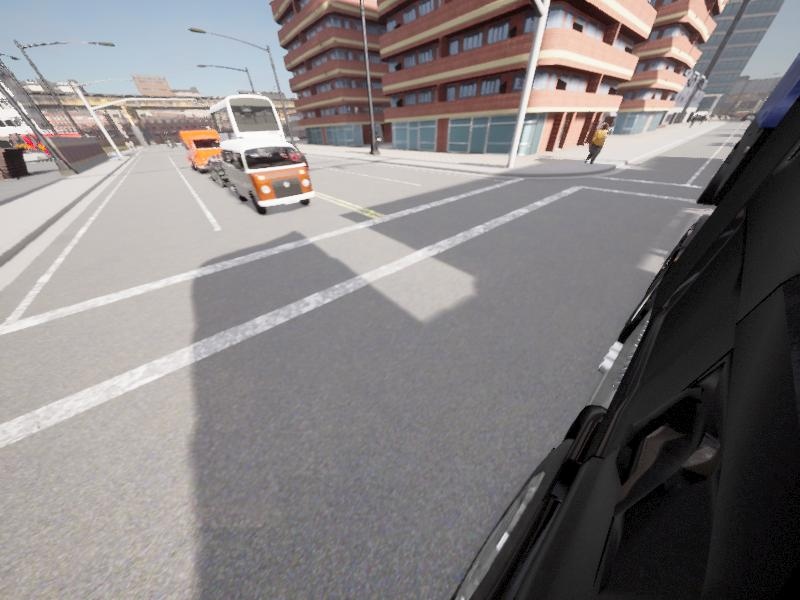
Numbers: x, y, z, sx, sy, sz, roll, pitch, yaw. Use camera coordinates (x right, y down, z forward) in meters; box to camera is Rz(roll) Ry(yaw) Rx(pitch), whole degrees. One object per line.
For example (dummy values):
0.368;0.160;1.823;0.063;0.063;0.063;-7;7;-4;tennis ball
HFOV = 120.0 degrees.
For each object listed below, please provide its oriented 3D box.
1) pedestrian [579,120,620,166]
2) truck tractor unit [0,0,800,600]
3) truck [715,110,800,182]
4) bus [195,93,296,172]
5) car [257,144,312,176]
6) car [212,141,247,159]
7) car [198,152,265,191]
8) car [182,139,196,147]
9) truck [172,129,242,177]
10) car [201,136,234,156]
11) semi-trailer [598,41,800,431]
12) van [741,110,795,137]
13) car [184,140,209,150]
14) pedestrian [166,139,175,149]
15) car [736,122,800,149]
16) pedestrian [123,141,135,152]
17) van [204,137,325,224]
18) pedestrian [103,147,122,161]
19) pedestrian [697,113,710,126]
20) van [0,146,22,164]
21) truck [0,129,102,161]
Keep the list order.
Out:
10.167;-8.040;11.879;0.751;1.860;0.751;3;37;8;pedestrian
2.645;-0.295;0.351;6.516;4.208;3.053;-28;44;-30;truck tractor unit
16.646;-6.920;10.088;6.274;2.098;2.390;-28;44;-30;truck
-13.301;-14.035;19.601;3.944;4.253;10.273;-29;44;-30;bus
-7.694;-9.406;15.361;1.845;1.501;3.633;-29;44;-30;car
-20.273;-17.847;27.369;2.038;1.542;4.974;-30;45;-31;car
-9.371;-7.221;12.749;1.895;1.301;4.718;-29;44;-31;car
-54.032;-40.098;59.051;1.801;1.575;5.366;-29;44;-31;car
-14.180;-10.861;16.912;2.627;2.467;5.204;-29;44;-30;truck
-25.444;-21.513;32.137;2.150;2.045;5.566;-30;45;-32;car
8.696;-3.606;4.230;14.254;4.402;2.717;-28;44;-30;semi-trailer
37.326;-17.944;23.548;4.480;2.038;2.069;-28;44;-30;van
-43.660;-33.395;49.616;3.806;1.475;1.970;-25;42;-27;car
-53.701;-36.542;53.991;0.751;1.860;0.751;-25;42;-27;pedestrian
27.341;-12.330;17.245;4.181;1.385;1.994;-28;44;-30;car
-56.736;-32.170;48.358;0.751;1.860;0.751;-28;44;-30;pedestrian
-4.880;-4.494;8.223;2.069;2.038;4.480;-29;44;-31;van
-33.812;-17.185;27.216;0.751;1.300;0.751;-26;43;-28;pedestrian
59.535;-35.434;45.327;0.751;1.860;0.751;-28;43;-29;pedestrian
-58.738;-20.520;32.862;4.480;2.038;2.069;-28;44;-30;van
-58.885;-26.665;39.555;8.468;3.827;2.891;-28;44;-30;truck
